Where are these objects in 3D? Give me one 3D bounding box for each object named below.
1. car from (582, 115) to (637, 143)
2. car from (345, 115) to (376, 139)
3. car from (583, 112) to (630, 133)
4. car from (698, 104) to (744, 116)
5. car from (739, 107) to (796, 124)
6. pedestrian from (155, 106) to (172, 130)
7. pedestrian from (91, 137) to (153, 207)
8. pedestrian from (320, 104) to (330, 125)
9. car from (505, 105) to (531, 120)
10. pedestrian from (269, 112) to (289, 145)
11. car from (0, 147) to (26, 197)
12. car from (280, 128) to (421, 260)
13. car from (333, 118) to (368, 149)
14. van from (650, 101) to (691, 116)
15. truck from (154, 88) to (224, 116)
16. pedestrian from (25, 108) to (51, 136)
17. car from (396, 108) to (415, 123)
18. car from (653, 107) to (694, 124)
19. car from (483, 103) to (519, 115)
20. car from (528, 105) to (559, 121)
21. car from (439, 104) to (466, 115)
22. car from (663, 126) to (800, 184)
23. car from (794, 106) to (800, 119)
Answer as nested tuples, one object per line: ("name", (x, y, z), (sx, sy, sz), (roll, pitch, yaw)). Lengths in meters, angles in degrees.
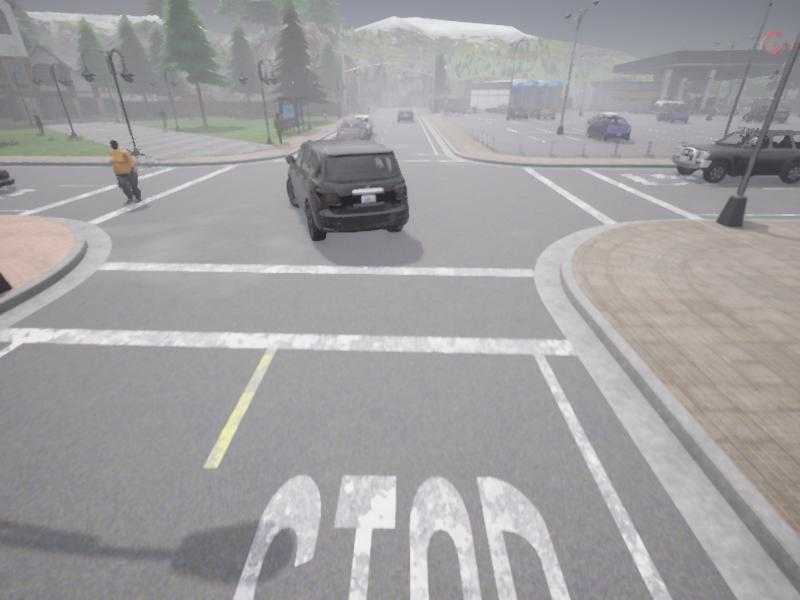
("car", (14.348, -11.852, 27.658), (1.845, 1.501, 3.633), (1, 27, 1))
("car", (-3.052, -13.717, 31.581), (1.970, 1.475, 3.806), (0, 27, 1))
("car", (17.499, -15.211, 34.195), (1.970, 1.475, 3.806), (1, 27, 1))
("car", (49.291, -29.220, 61.505), (4.974, 1.542, 2.038), (1, 27, 1))
("car", (39.733, -20.075, 43.431), (2.007, 1.523, 4.514), (1, 27, 1))
("pedestrian", (-20.480, -15.767, 34.655), (0.751, 1.860, 0.751), (-20, 33, -33))
("pedestrian", (-8.101, -3.752, 11.754), (0.751, 1.860, 0.751), (1, 27, 2))
("pedestrian", (-7.789, -19.278, 41.565), (0.751, 1.860, 0.751), (4, 27, 7))
("car", (14.941, -23.809, 50.776), (2.007, 1.523, 4.514), (1, 27, 1))
("pedestrian", (-7.459, -10.558, 24.651), (0.751, 1.860, 0.751), (0, 27, 1))
("car", (-15.842, -4.055, 12.901), (5.357, 1.411, 2.033), (1, 27, 1))
("car", (-1.559, -3.090, 10.315), (2.150, 2.045, 5.566), (-10, 29, -18))
("car", (-3.134, -10.908, 26.047), (1.789, 1.549, 3.705), (0, 27, 1))
("van", (41.559, -29.520, 61.605), (4.480, 2.038, 2.069), (1, 27, 1))
("truck", (-32.271, -30.504, 61.587), (8.468, 3.827, 2.891), (-4, 28, -8))
("pedestrian", (-27.353, -13.449, 30.263), (0.751, 1.860, 0.751), (19, 33, 32))
("car", (0.700, -22.385, 48.388), (2.163, 1.488, 4.792), (0, 27, 1))
("car", (29.743, -20.179, 43.685), (1.845, 1.501, 3.633), (1, 27, 1))
("car", (16.524, -31.278, 65.457), (5.238, 1.638, 1.930), (1, 27, 1))
("car", (18.078, -23.808, 50.754), (2.152, 1.636, 5.027), (1, 27, 1))
("car", (8.649, -31.312, 65.696), (4.193, 1.474, 1.816), (1, 27, 1))
("car", (13.215, -5.567, 15.292), (4.605, 1.855, 1.932), (1, 27, 1))
("car", (52.328, -23.448, 50.105), (1.970, 1.475, 3.806), (1, 27, 1))
